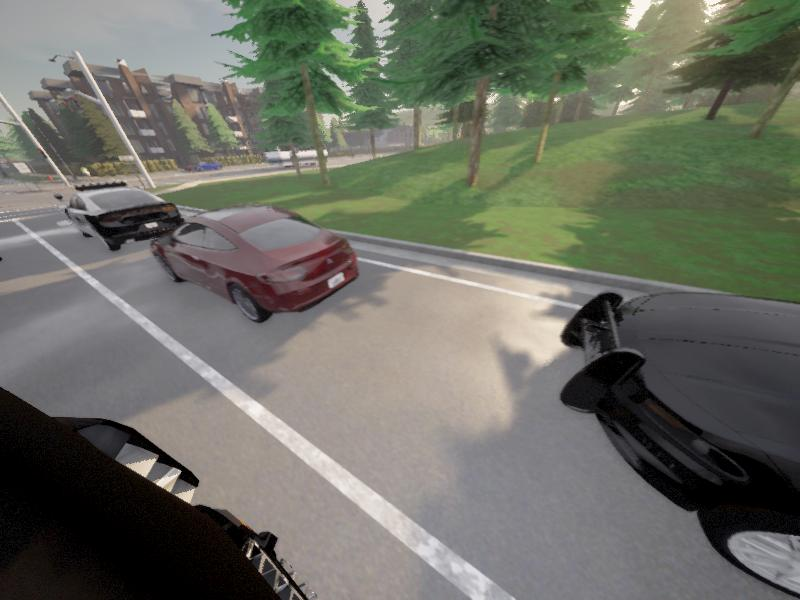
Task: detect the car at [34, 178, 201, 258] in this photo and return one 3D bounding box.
[{"bbox_3d":[-9.295,-2.944,7.601,5.238,1.638,1.930,16,38,26],"label":"car"}]

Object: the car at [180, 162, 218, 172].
[{"bbox_3d":[-35.956,-23.915,41.499,1.895,1.301,4.718,16,38,26],"label":"car"}]

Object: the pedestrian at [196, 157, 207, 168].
[{"bbox_3d":[-40.196,-27.724,46.723,0.751,1.860,0.751,17,39,27],"label":"pedestrian"}]

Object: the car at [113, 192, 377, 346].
[{"bbox_3d":[-2.947,-1.010,4.385,4.674,1.442,1.812,16,38,26],"label":"car"}]

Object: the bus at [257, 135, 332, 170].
[{"bbox_3d":[-16.552,-24.160,37.709,3.944,4.253,10.273,16,38,26],"label":"bus"}]

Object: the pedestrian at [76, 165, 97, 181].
[{"bbox_3d":[-43.913,-17.808,32.369,0.751,1.860,0.751,13,37,22],"label":"pedestrian"}]

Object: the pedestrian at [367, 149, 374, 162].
[{"bbox_3d":[-5.146,-25.154,40.151,0.751,1.860,0.751,17,38,27],"label":"pedestrian"}]

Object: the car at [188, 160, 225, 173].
[{"bbox_3d":[-33.119,-22.940,39.653,1.816,1.474,4.193,16,38,26],"label":"car"}]

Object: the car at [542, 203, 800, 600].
[{"bbox_3d":[3.811,0.871,0.859,5.238,1.638,1.930,16,38,26],"label":"car"}]

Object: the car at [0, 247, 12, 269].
[{"bbox_3d":[-12.761,-1.562,6.101,4.718,1.301,1.895,16,38,26],"label":"car"}]

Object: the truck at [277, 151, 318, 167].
[{"bbox_3d":[-18.202,-25.319,41.524,2.390,2.098,6.274,16,38,26],"label":"truck"}]
